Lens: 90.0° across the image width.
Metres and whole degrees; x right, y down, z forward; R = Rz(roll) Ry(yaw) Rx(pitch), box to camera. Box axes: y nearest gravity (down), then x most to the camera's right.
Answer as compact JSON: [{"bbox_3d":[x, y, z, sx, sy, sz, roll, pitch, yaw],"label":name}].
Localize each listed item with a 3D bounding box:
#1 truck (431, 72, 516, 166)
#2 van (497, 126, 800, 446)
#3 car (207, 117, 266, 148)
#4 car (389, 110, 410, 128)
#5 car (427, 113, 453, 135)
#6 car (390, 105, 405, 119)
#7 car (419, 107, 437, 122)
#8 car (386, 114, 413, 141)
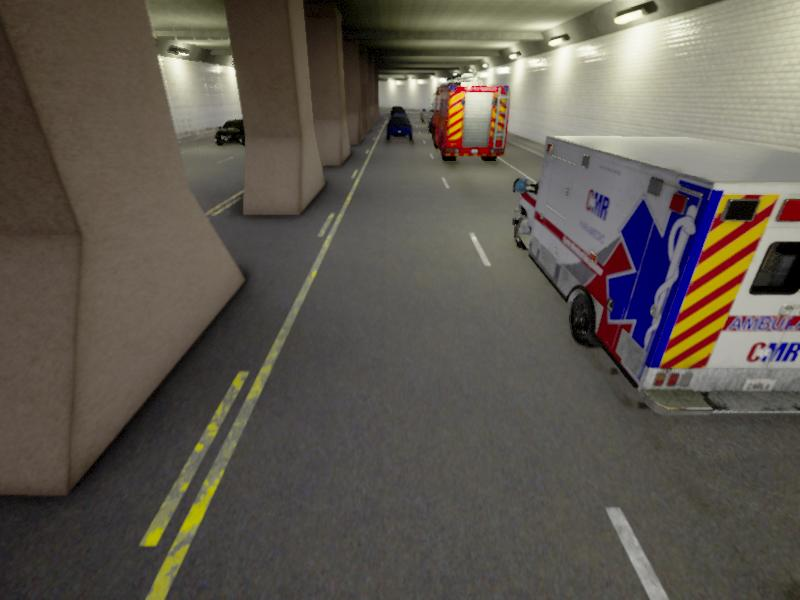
[{"bbox_3d":[3.481,-9.938,21.700,2.891,3.827,8.468,0,27,0],"label":"truck"},{"bbox_3d":[3.491,-1.122,6.145,2.351,2.431,6.366,0,27,0],"label":"van"},{"bbox_3d":[-10.535,-11.065,26.300,1.837,1.490,4.892,0,27,0],"label":"car"},{"bbox_3d":[-0.052,-18.808,41.518,2.033,1.411,5.357,0,27,0],"label":"car"},{"bbox_3d":[3.453,-15.544,35.169,1.812,1.442,4.674,0,28,0],"label":"car"},{"bbox_3d":[-0.408,-26.290,55.859,1.882,1.535,5.008,-1,27,-3],"label":"car"},{"bbox_3d":[3.395,-23.070,49.661,1.845,1.501,3.633,0,27,-1],"label":"car"},{"bbox_3d":[-0.041,-13.259,30.606,1.882,1.535,5.008,0,28,0],"label":"car"}]
